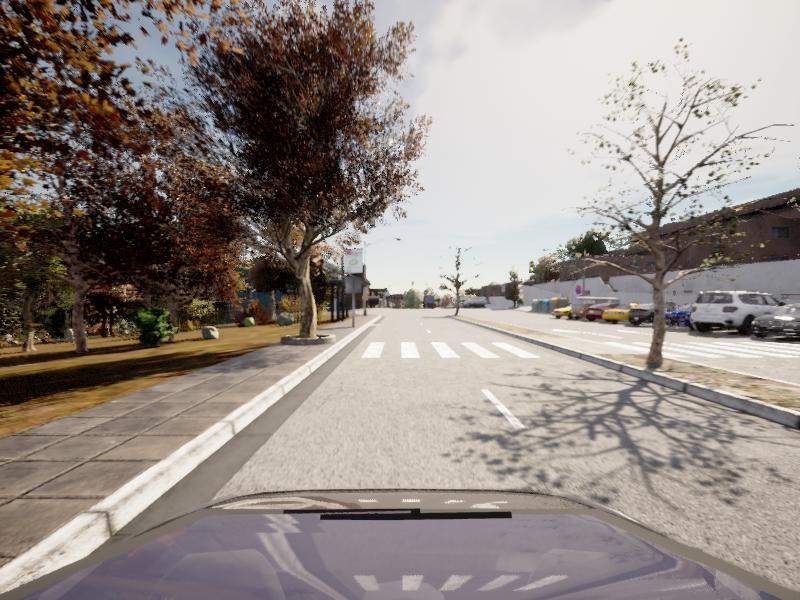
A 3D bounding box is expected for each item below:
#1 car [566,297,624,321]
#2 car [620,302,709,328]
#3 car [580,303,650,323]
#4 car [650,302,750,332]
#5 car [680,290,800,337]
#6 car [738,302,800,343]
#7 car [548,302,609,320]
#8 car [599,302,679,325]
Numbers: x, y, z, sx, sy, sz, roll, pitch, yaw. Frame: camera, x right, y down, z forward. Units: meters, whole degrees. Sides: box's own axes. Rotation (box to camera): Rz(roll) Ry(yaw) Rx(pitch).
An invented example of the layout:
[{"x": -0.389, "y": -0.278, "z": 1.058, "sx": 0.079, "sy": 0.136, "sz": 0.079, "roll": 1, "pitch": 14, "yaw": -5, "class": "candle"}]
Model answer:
[{"x": 16.794, "y": 0.752, "z": 34.467, "sx": 4.442, "sy": 1.987, "sz": 1.878, "roll": 1, "pitch": 0, "yaw": -20, "class": "car"}, {"x": 16.889, "y": 0.919, "z": 25.561, "sx": 4.892, "sy": 1.521, "sz": 2.231, "roll": 1, "pitch": -1, "yaw": -20, "class": "car"}, {"x": 16.924, "y": 0.989, "z": 31.539, "sx": 4.792, "sy": 1.488, "sz": 2.163, "roll": 1, "pitch": -1, "yaw": -20, "class": "car"}, {"x": 16.900, "y": 0.899, "z": 22.576, "sx": 5.008, "sy": 1.535, "sz": 2.097, "roll": 1, "pitch": 0, "yaw": -20, "class": "car"}, {"x": 16.921, "y": 0.632, "z": 19.613, "sx": 5.566, "sy": 2.045, "sz": 2.435, "roll": 1, "pitch": -1, "yaw": -20, "class": "car"}, {"x": 16.900, "y": 0.871, "z": 16.610, "sx": 4.892, "sy": 1.521, "sz": 2.231, "roll": 1, "pitch": 0, "yaw": -20, "class": "car"}, {"x": 16.729, "y": 0.996, "z": 37.424, "sx": 5.366, "sy": 1.575, "sz": 1.946, "roll": 1, "pitch": 0, "yaw": -20, "class": "car"}, {"x": 17.071, "y": 0.937, "z": 28.609, "sx": 5.366, "sy": 1.575, "sz": 1.946, "roll": 1, "pitch": -1, "yaw": -20, "class": "car"}]
